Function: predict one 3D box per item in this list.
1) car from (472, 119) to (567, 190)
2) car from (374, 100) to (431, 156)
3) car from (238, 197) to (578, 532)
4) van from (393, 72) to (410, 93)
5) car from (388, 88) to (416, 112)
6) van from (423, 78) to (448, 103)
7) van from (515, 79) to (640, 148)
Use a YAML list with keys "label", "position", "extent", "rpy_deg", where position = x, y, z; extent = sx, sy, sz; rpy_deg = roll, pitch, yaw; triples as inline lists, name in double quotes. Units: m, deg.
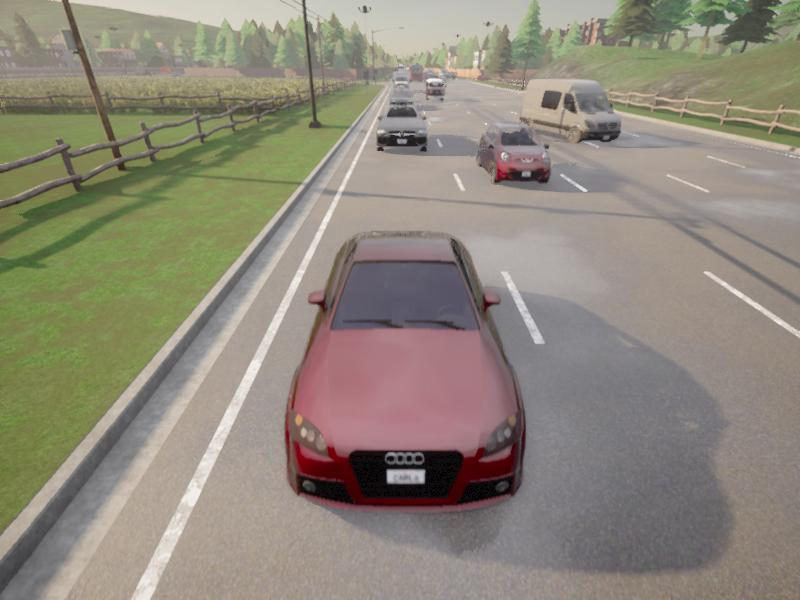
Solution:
- label: "car"
  position: [3.569, -4.730, 12.689]
  extent: [1.845, 1.501, 3.633]
  rpy_deg: [0, 30, 0]
- label: "car"
  position: [0.087, -7.742, 17.743]
  extent: [2.152, 1.651, 5.027]
  rpy_deg: [0, 30, 0]
- label: "car"
  position: [0.044, 0.113, 4.503]
  extent: [1.994, 1.385, 4.181]
  rpy_deg: [0, 30, 0]
- label: "van"
  position: [0.201, -30.393, 55.849]
  extent: [2.351, 2.431, 6.366]
  rpy_deg: [0, 30, 0]
- label: "car"
  position: [0.133, -16.641, 33.168]
  extent: [2.163, 1.488, 4.792]
  rpy_deg: [0, 30, 0]
- label: "van"
  position: [3.594, -21.587, 41.127]
  extent: [2.069, 2.038, 4.480]
  rpy_deg: [0, 31, -1]
- label: "van"
  position: [8.274, -9.336, 19.635]
  extent: [1.988, 2.561, 5.915]
  rpy_deg: [-8, 31, -14]
